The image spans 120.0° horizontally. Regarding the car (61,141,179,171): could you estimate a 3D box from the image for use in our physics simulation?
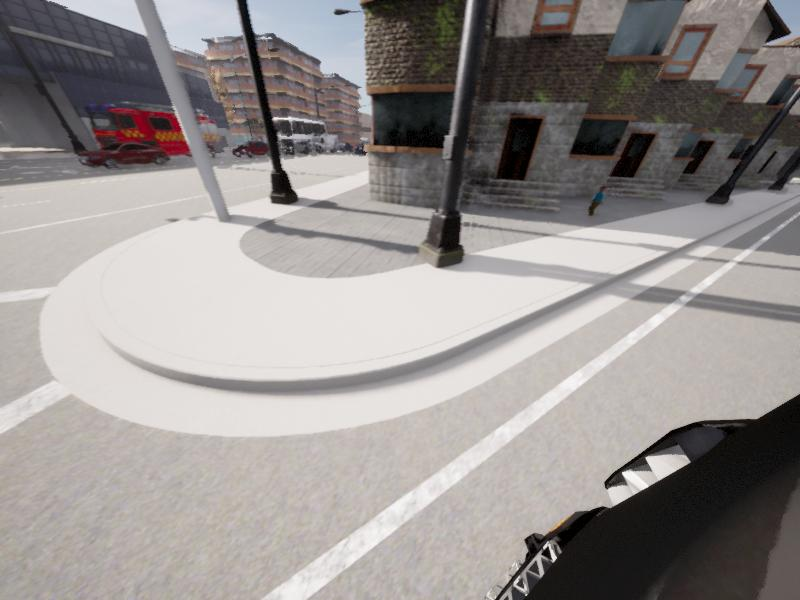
[{"bbox_3d":[-18.532,-9.872,15.701,1.812,1.442,4.674,10,36,11],"label":"car"}]

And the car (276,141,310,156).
[{"bbox_3d":[-13.784,-19.813,30.062,1.970,1.475,3.806,11,36,12],"label":"car"}]

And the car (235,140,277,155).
[{"bbox_3d":[-17.822,-19.035,28.813,1.994,1.385,4.181,10,36,11],"label":"car"}]

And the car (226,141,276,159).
[{"bbox_3d":[-15.625,-15.972,24.507,1.816,1.474,4.193,10,36,11],"label":"car"}]

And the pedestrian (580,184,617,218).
[{"bbox_3d":[7.470,-3.745,8.726,0.500,1.100,0.500,-16,38,-26],"label":"pedestrian"}]

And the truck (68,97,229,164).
[{"bbox_3d":[-20.431,-14.491,20.111,2.891,3.827,8.468,10,36,11],"label":"truck"}]

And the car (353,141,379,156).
[{"bbox_3d":[-5.042,-22.752,34.701,2.242,1.667,4.611,10,35,11],"label":"car"}]

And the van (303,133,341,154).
[{"bbox_3d":[-11.849,-24.161,35.655,2.351,2.431,6.366,10,35,11],"label":"van"}]

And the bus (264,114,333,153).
[{"bbox_3d":[-15.060,-25.538,35.846,3.944,4.253,10.273,10,35,11],"label":"bus"}]

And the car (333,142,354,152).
[{"bbox_3d":[-10.125,-27.652,41.839,1.812,1.442,4.674,9,34,10],"label":"car"}]

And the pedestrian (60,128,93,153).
[{"bbox_3d":[-29.717,-14.656,21.244,0.751,1.860,0.751,4,34,2],"label":"pedestrian"}]
